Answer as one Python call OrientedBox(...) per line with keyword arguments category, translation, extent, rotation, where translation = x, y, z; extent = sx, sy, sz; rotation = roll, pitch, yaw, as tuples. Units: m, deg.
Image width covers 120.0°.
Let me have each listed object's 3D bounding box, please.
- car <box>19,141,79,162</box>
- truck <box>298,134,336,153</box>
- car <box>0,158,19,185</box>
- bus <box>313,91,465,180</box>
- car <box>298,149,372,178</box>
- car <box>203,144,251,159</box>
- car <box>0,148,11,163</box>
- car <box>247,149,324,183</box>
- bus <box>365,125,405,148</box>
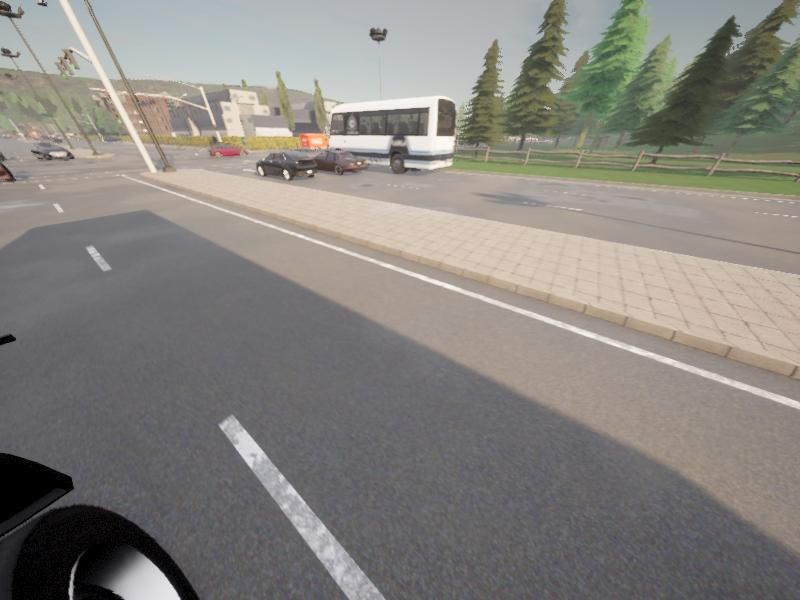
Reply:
OrientedBox(category="car", translation=(-36.418, -15.448, 23.978), extent=(4.856, 1.649, 2.033), rotation=(16, 39, 22))
OrientedBox(category="truck", translation=(-14.289, -27.287, 40.193), extent=(2.627, 2.467, 5.204), rotation=(23, 41, 29))
OrientedBox(category="car", translation=(-23.854, -7.467, 12.821), extent=(5.027, 1.651, 2.152), rotation=(22, 41, 28))
OrientedBox(category="bus", translation=(-1.139, -12.137, 17.358), extent=(10.273, 4.253, 3.944), rotation=(23, 41, 28))
OrientedBox(category="car", translation=(-4.796, -10.093, 16.907), extent=(5.357, 1.411, 2.033), rotation=(23, 41, 28))
OrientedBox(category="car", translation=(-21.411, -18.523, 28.687), extent=(1.994, 1.385, 4.181), rotation=(28, 44, 33))
OrientedBox(category="car", translation=(-40.856, -14.536, 22.727), extent=(4.974, 1.542, 2.038), rotation=(22, 41, 27))
OrientedBox(category="car", translation=(-7.381, -8.725, 14.863), extent=(4.892, 1.490, 1.837), rotation=(23, 41, 28))
OrientedBox(category="bus", translation=(-3.420, -40.035, 56.762), extent=(3.944, 4.253, 10.273), rotation=(23, 41, 29))
